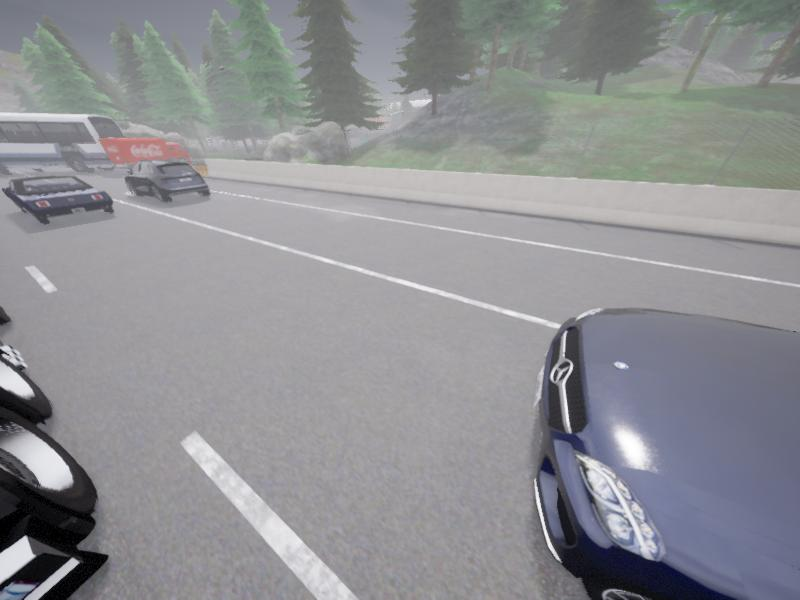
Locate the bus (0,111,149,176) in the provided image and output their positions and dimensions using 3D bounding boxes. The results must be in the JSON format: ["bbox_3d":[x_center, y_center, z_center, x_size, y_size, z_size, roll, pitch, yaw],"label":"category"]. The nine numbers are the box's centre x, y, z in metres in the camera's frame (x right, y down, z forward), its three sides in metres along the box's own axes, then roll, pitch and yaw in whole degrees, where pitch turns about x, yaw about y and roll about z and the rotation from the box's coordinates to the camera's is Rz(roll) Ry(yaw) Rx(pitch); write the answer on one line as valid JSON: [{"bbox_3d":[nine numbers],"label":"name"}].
[{"bbox_3d":[-30.294,-13.426,19.948,10.273,4.253,3.944,-6,37,-9],"label":"bus"}]

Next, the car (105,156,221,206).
[{"bbox_3d":[-11.402,-5.879,11.165,4.856,1.649,2.033,18,39,24],"label":"car"}]

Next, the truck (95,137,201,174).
[{"bbox_3d":[-21.842,-12.848,20.515,2.627,2.467,5.204,9,35,16],"label":"truck"}]

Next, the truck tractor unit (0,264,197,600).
[{"bbox_3d":[-5.118,-0.292,0.781,6.516,4.208,3.053,18,39,24],"label":"truck tractor unit"}]

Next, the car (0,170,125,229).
[{"bbox_3d":[-12.949,-3.938,8.682,4.718,1.301,1.895,18,39,24],"label":"car"}]

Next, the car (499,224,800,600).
[{"bbox_3d":[3.376,1.217,0.808,5.027,1.651,2.152,18,39,24],"label":"car"}]
